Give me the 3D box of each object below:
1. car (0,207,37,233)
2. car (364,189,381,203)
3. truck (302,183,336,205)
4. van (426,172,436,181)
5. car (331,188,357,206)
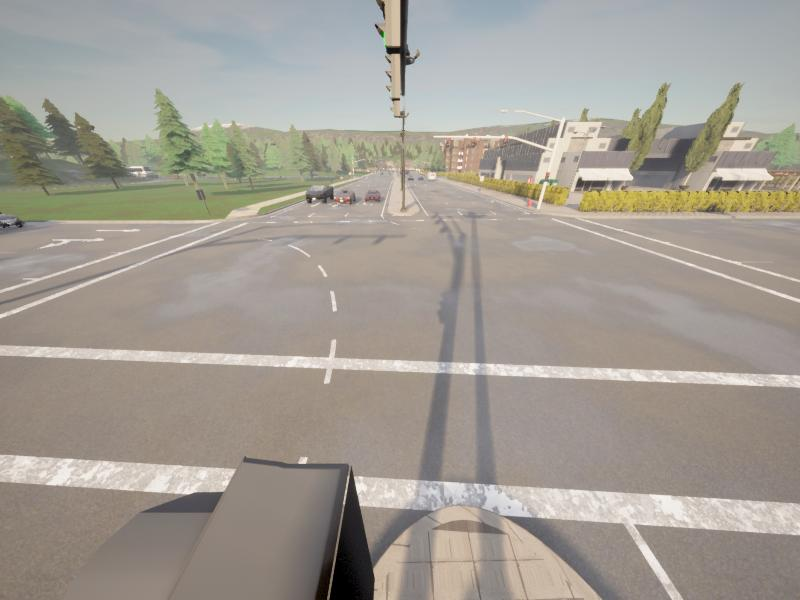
[{"bbox_3d":[-31.227,-5.900,17.014,4.902,1.511,2.128,0,30,0],"label":"car"},{"bbox_3d":[-3.720,-14.464,31.989,1.994,1.385,4.181,0,30,-1],"label":"car"},{"bbox_3d":[-10.710,-14.415,31.174,2.390,2.098,6.274,0,30,-1],"label":"truck"},{"bbox_3d":[10.659,-42.364,79.256,2.351,2.431,6.366,0,30,0],"label":"van"},{"bbox_3d":[-7.190,-13.642,30.312,2.152,1.651,5.027,0,30,-1],"label":"car"}]
